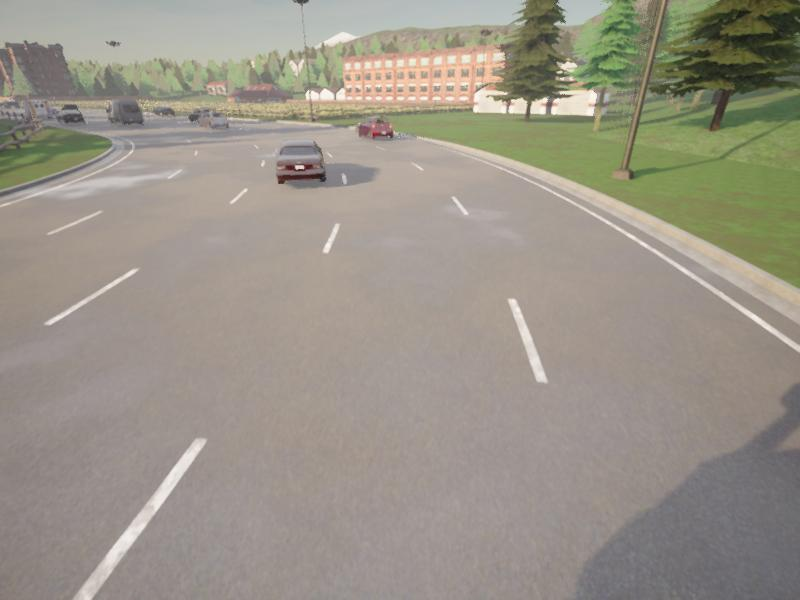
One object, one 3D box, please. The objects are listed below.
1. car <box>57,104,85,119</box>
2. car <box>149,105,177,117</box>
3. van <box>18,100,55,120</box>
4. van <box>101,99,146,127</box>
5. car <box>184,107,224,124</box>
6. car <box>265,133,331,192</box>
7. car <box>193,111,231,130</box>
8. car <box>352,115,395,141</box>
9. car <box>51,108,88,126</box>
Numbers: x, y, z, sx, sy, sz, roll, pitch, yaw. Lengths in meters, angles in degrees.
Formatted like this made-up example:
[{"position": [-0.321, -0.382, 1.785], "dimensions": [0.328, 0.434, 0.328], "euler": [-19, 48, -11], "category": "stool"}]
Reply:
[{"position": [-47.964, -27.478, 58.266], "dimensions": [3.866, 1.878, 1.905], "euler": [22, 35, 36], "category": "car"}, {"position": [-36.588, -29.185, 61.809], "dimensions": [4.892, 1.490, 1.837], "euler": [22, 35, 36], "category": "car"}, {"position": [-51.896, -27.163, 57.094], "dimensions": [6.366, 2.431, 2.351], "euler": [22, 35, 36], "category": "van"}, {"position": [-30.757, -20.834, 44.470], "dimensions": [5.915, 2.561, 1.988], "euler": [22, 35, 36], "category": "van"}, {"position": [-22.989, -21.622, 46.831], "dimensions": [4.611, 1.667, 2.242], "euler": [22, 35, 36], "category": "car"}, {"position": [-4.045, -5.711, 16.135], "dimensions": [2.033, 1.411, 5.357], "euler": [-6, 28, -11], "category": "car"}, {"position": [-18.219, -17.398, 38.760], "dimensions": [3.633, 1.501, 1.845], "euler": [23, 35, 38], "category": "car"}, {"position": [-1.998, -12.744, 29.550], "dimensions": [1.845, 1.501, 3.633], "euler": [-13, 30, -25], "category": "car"}, {"position": [-38.770, -21.512, 46.863], "dimensions": [5.238, 1.638, 1.930], "euler": [22, 35, 36], "category": "car"}]
